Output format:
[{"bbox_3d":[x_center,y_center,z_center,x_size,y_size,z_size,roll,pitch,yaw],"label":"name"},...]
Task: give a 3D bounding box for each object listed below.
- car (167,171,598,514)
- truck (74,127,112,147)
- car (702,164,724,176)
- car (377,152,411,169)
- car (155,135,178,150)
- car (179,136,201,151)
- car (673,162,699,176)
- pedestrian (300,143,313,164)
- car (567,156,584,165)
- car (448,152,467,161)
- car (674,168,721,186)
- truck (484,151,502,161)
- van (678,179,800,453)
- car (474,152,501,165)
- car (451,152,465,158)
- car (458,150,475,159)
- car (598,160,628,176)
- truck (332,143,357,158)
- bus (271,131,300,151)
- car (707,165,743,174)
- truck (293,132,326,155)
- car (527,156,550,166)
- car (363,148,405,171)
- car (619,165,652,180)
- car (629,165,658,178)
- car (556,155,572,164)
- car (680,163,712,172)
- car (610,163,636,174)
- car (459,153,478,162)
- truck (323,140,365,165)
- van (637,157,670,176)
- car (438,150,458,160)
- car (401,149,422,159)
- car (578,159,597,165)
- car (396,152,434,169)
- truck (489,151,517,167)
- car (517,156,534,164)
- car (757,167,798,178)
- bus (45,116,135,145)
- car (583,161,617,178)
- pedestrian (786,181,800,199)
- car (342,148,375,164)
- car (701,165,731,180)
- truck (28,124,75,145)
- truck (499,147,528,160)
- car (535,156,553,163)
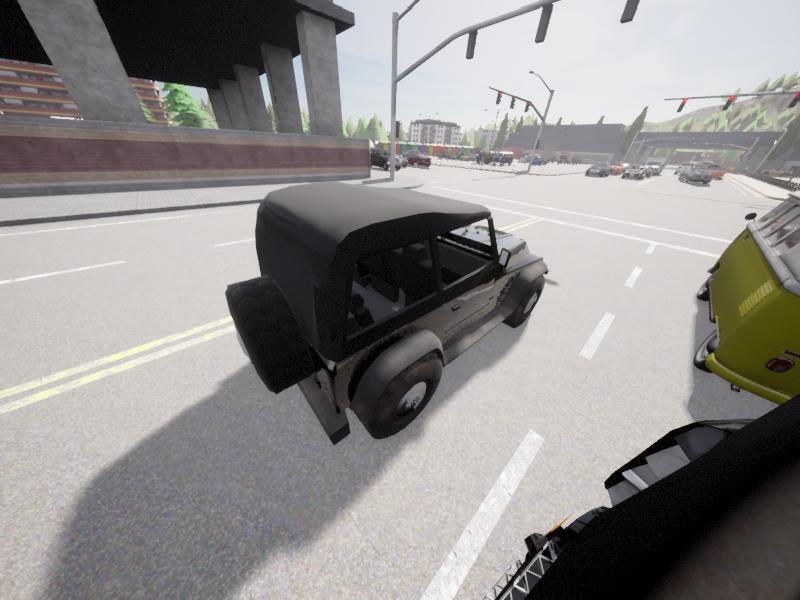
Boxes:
[{"bbox_3d":[0.275,-0.349,2.783,3.866,1.878,1.905,-24,42,-35],"label":"car"},{"bbox_3d":[-51.753,-27.608,39.107,2.615,2.467,5.204,-24,42,-35],"label":"truck"},{"bbox_3d":[63.704,-26.548,47.086,3.866,1.878,1.905,-24,42,-35],"label":"car"},{"bbox_3d":[-0.826,-17.118,28.247,1.816,1.474,4.193,-25,42,-35],"label":"car"},{"bbox_3d":[-37.490,-25.262,37.123,1.905,1.878,3.866,-24,42,-35],"label":"car"},{"bbox_3d":[-35.283,-26.259,38.792,1.905,1.878,3.866,-24,42,-35],"label":"car"},{"bbox_3d":[52.884,-24.282,42.699,5.566,2.045,2.150,-24,42,-35],"label":"car"},{"bbox_3d":[-9.972,-15.695,24.746,0.751,1.860,0.751,-25,42,-35],"label":"pedestrian"},{"bbox_3d":[46.716,-37.078,61.378,4.605,1.855,1.932,-24,42,-35],"label":"car"},{"bbox_3d":[12.887,-32.159,51.784,3.905,1.438,1.784,-24,42,-35],"label":"car"},{"bbox_3d":[35.122,-14.681,27.469,2.033,1.411,5.357,23,39,28],"label":"car"},{"bbox_3d":[24.208,-37.518,60.166,4.478,2.038,2.069,-24,42,-35],"label":"truck"},{"bbox_3d":[5.428,-0.146,2.781,4.442,1.987,1.775,-24,42,-35],"label":"van"},{"bbox_3d":[15.567,-25.146,41.038,4.605,1.855,1.932,-24,42,-35],"label":"car"},{"bbox_3d":[16.879,-42.143,67.132,3.905,1.438,1.784,-24,42,-35],"label":"car"},{"bbox_3d":[18.748,-41.026,65.208,4.605,1.855,1.932,-24,42,-35],"label":"car"},{"bbox_3d":[32.225,-19.976,34.867,4.553,1.767,2.097,-24,42,-35],"label":"car"},{"bbox_3d":[-11.046,-29.534,45.617,2.390,2.098,6.274,-19,39,-30],"label":"truck"},{"bbox_3d":[-32.218,-44.649,64.834,3.944,4.253,10.273,-21,40,-31],"label":"bus"},{"bbox_3d":[83.870,-33.752,59.771,1.882,1.535,5.008,-5,34,-12],"label":"car"},{"bbox_3d":[-19.126,-33.069,48.772,2.891,3.827,8.468,-25,42,-35],"label":"truck"},{"bbox_3d":[28.811,-28.855,47.939,4.611,1.667,2.242,-24,42,-35],"label":"car"},{"bbox_3d":[-1.825,-15.033,24.668,1.932,1.855,4.605,-25,42,-35],"label":"car"},{"bbox_3d":[29.844,-16.184,29.259,3.806,1.475,1.970,-24,42,-35],"label":"car"},{"bbox_3d":[35.226,-18.583,33.380,4.181,1.385,1.994,-24,42,-35],"label":"car"},{"bbox_3d":[44.850,-38.363,63.179,3.866,1.878,1.905,-24,42,-35],"label":"car"},{"bbox_3d":[77.106,-34.527,60.328,2.033,1.649,4.856,-25,42,-35],"label":"car"},{"bbox_3d":[37.944,-22.444,39.304,4.792,1.488,2.163,-24,42,-35],"label":"car"},{"bbox_3d":[14.792,-30.862,50.032,3.806,1.475,1.970,-24,42,-35],"label":"car"},{"bbox_3d":[-7.124,-18.773,29.361,2.627,2.467,5.204,-25,42,-35],"label":"truck"},{"bbox_3d":[41.806,-22.001,38.072,6.366,2.431,2.351,-24,42,-35],"label":"van"},{"bbox_3d":[11.090,-33.494,53.280,4.605,1.855,1.932,-24,42,-35],"label":"car"},{"bbox_3d":[2.691,-33.638,53.167,4.611,1.667,2.242,-24,42,-35],"label":"car"},{"bbox_3d":[57.005,-41.891,70.133,1.970,1.475,3.806,-24,42,-34],"label":"car"},{"bbox_3d":[1.879,-18.283,30.149,1.882,1.535,5.008,-25,42,-35],"label":"car"},{"bbox_3d":[17.531,-23.978,39.256,4.478,2.038,2.069,-24,42,-35],"label":"truck"},{"bbox_3d":[29.936,-33.441,55.065,3.806,1.475,1.970,-24,42,-35],"label":"car"},{"bbox_3d":[88.500,-30.068,54.263,1.932,1.855,4.605,-25,42,-35],"label":"car"},{"bbox_3d":[-65.299,-36.014,49.417,10.273,4.253,3.944,-24,42,-35],"label":"bus"},{"bbox_3d":[26.359,-17.245,30.460,4.856,1.649,2.033,-24,42,-35],"label":"car"},{"bbox_3d":[30.543,-8.663,17.313,0.751,1.860,0.751,-25,43,-35],"label":"pedestrian"},{"bbox_3d":[-5.933,-20.546,32.874,1.930,1.638,5.238,-25,42,-35],"label":"car"},{"bbox_3d":[49.075,-19.879,35.996,4.553,1.767,2.097,-24,42,-35],"label":"car"},{"bbox_3d":[-54.988,-26.147,36.661,2.615,2.467,5.204,-24,42,-35],"label":"truck"},{"bbox_3d":[41.488,-53.769,84.647,2.891,3.827,8.468,-23,41,-33],"label":"truck"},{"bbox_3d":[38.213,-37.182,61.317,5.357,1.415,2.033,-24,42,-35],"label":"car"}]
